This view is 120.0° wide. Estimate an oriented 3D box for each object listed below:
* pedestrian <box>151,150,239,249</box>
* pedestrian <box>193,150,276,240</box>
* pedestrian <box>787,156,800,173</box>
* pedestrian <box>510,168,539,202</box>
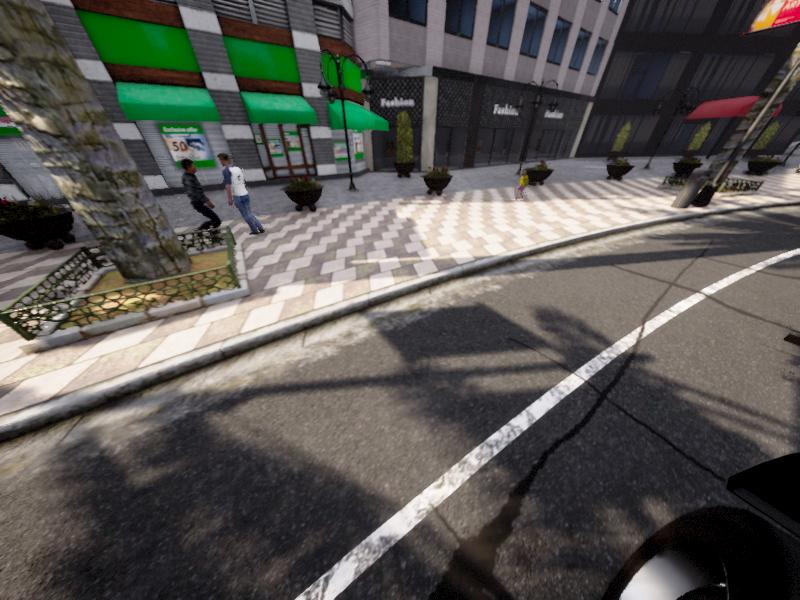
[{"bbox_3d":[-4.474,-2.227,5.182,0.751,1.860,0.751,-23,41,-29],"label":"pedestrian"},{"bbox_3d":[-3.816,-2.478,5.532,0.751,1.860,0.751,4,35,6],"label":"pedestrian"},{"bbox_3d":[26.975,-9.447,15.192,0.751,1.860,0.751,-22,41,-28],"label":"pedestrian"},{"bbox_3d":[4.786,-4.457,8.934,0.500,1.100,0.500,-15,38,-20],"label":"pedestrian"}]
